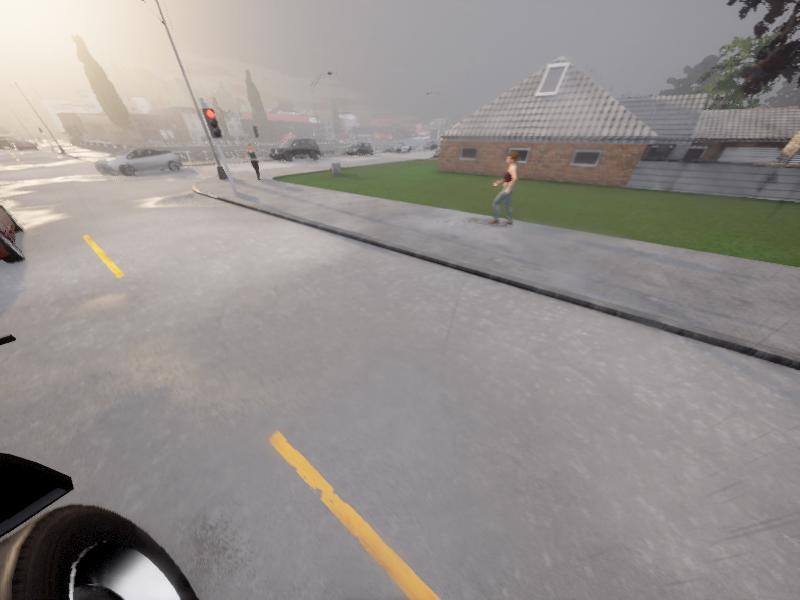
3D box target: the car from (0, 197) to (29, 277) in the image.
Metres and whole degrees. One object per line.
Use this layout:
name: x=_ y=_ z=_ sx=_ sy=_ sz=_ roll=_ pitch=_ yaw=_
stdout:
car: x=-10.038 y=-1.649 z=4.800 sx=5.008 sy=1.535 sz=1.882 roll=23 pitch=41 yaw=29

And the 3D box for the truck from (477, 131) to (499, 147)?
truck: x=26.241 y=-47.904 z=68.704 sx=2.891 sy=3.827 sz=8.468 roll=22 pitch=41 yaw=28

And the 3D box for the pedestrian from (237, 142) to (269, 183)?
pedestrian: x=-8.068 y=-7.612 z=12.766 sx=0.751 sy=1.860 sz=0.751 roll=26 pitch=43 yaw=32

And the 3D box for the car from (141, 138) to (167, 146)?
car: x=-62.621 y=-40.274 z=58.886 sx=1.851 sy=1.617 sz=3.988 roll=22 pitch=41 yaw=28

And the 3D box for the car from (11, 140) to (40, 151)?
car: x=-63.944 y=-26.401 z=39.431 sx=4.181 sy=1.385 sz=1.994 roll=22 pitch=41 yaw=28

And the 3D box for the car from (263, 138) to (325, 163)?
car: x=-11.363 y=-16.418 z=25.259 sx=2.150 sy=2.045 sz=5.566 roll=22 pitch=41 yaw=28

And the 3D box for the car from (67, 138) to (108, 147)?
car: x=-69.155 y=-34.959 z=51.276 sx=2.152 sy=1.651 sz=5.027 roll=23 pitch=41 yaw=28

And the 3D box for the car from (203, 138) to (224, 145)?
car: x=-54.846 y=-46.640 z=67.985 sx=1.851 sy=1.617 sz=3.988 roll=22 pitch=41 yaw=28

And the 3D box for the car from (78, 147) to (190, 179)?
car: x=-17.995 y=-9.638 z=16.041 sx=2.007 sy=1.525 sz=4.514 roll=11 pitch=36 yaw=14

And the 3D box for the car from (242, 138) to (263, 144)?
car: x=-48.292 y=-52.020 z=75.644 sx=1.930 sy=1.638 sz=5.238 roll=22 pitch=40 yaw=28

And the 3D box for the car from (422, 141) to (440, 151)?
car: x=6.202 y=-30.576 z=45.927 sx=1.789 sy=1.549 sz=3.705 roll=22 pitch=41 yaw=28

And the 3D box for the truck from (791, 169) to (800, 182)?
truck: x=24.127 y=-6.979 z=11.941 sx=2.069 sy=2.038 sz=4.478 roll=22 pitch=41 yaw=28

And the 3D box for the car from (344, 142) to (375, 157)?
car: x=-5.560 y=-20.976 z=32.159 sx=1.851 sy=1.617 sz=3.988 roll=22 pitch=41 yaw=28

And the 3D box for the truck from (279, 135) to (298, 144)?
truck: x=-40.709 y=-58.555 z=84.280 sx=2.627 sy=2.467 sz=5.204 roll=22 pitch=40 yaw=28

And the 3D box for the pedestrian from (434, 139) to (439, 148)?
pedestrian: x=8.923 y=-38.230 z=56.306 sx=0.751 sy=1.860 sz=0.751 roll=22 pitch=40 yaw=27

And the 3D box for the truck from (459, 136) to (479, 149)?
truck: x=17.641 y=-40.310 z=59.036 sx=2.627 sy=2.467 sz=5.204 roll=22 pitch=41 yaw=28

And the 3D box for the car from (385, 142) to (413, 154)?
car: x=-0.086 y=-25.416 z=38.586 sx=2.038 sy=1.542 sz=4.974 roll=22 pitch=40 yaw=28

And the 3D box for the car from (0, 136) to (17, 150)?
car: x=-70.264 y=-27.294 z=40.177 sx=1.905 sy=1.878 sz=3.866 roll=-18 pitch=39 yaw=-23

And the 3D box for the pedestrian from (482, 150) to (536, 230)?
pedestrian: x=2.945 y=-3.017 z=6.373 sx=0.751 sy=1.860 sz=0.751 roll=23 pitch=41 yaw=28

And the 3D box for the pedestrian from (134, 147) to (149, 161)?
pedestrian: x=-25.836 y=-14.597 z=23.112 sx=0.500 sy=1.100 sz=0.500 roll=22 pitch=41 yaw=28
